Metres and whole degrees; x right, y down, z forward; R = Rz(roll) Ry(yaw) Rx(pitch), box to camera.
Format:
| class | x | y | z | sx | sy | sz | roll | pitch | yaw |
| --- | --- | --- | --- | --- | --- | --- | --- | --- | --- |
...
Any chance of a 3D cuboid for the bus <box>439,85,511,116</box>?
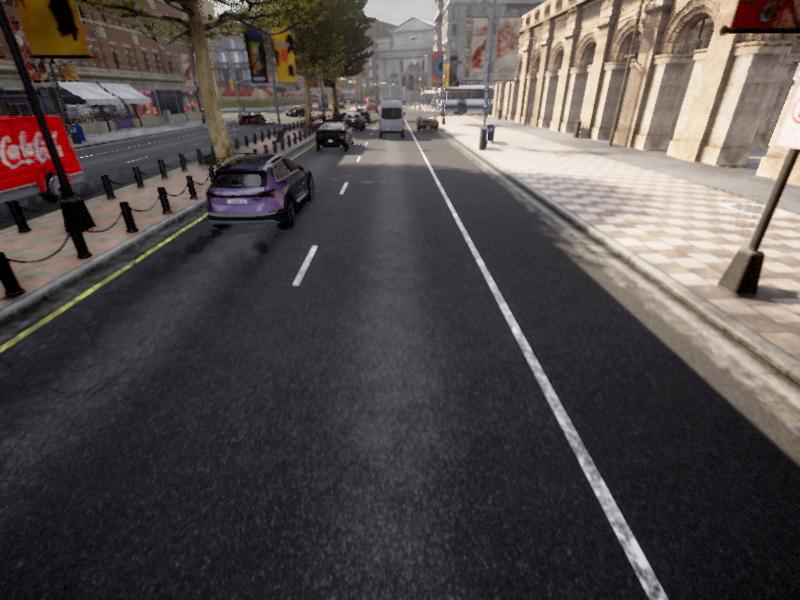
| class | x | y | z | sx | sy | sz | roll | pitch | yaw |
| --- | --- | --- | --- | --- | --- | --- | --- | --- | --- |
| bus | 11.710 | -31.813 | 63.714 | 10.273 | 4.253 | 3.944 | -4 | 27 | -7 |

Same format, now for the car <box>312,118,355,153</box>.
| class | x | y | z | sx | sy | sz | roll | pitch | yaw |
| --- | --- | --- | --- | --- | --- | --- | --- | --- | --- |
| car | -4.008 | -10.390 | 25.001 | 1.930 | 1.638 | 5.238 | -1 | 26 | -1 |

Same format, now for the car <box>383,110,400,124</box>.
| class | x | y | z | sx | sy | sz | roll | pitch | yaw |
| --- | --- | --- | --- | --- | --- | --- | --- | --- | --- |
| car | -0.991 | -21.568 | 47.074 | 1.895 | 1.301 | 4.718 | -1 | 27 | -1 |

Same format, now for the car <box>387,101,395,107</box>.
| class | x | y | z | sx | sy | sz | roll | pitch | yaw |
| --- | --- | --- | --- | --- | --- | --- | --- | --- | --- |
| car | -2.188 | -50.318 | 102.823 | 1.994 | 1.385 | 4.181 | 0 | 27 | -1 |

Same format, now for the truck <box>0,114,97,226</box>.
| class | x | y | z | sx | sy | sz | roll | pitch | yaw |
| --- | --- | --- | --- | --- | --- | --- | --- | --- | --- |
| truck | -11.708 | -3.578 | 10.886 | 2.627 | 2.467 | 5.204 | -1 | 27 | -1 |

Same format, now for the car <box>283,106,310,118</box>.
| class | x | y | z | sx | sy | sz | roll | pitch | yaw |
| --- | --- | --- | --- | --- | --- | --- | --- | --- | --- |
| car | -15.287 | -27.930 | 59.266 | 1.970 | 1.475 | 3.806 | 9 | 29 | 18 |

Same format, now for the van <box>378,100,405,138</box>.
| class | x | y | z | sx | sy | sz | roll | pitch | yaw |
| --- | --- | --- | --- | --- | --- | --- | --- | --- | --- |
| van | -0.682 | -14.951 | 32.866 | 1.988 | 2.561 | 5.915 | -1 | 27 | -1 |

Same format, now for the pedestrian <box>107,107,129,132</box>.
| class | x | y | z | sx | sy | sz | roll | pitch | yaw |
| --- | --- | --- | --- | --- | --- | --- | --- | --- | --- |
| pedestrian | -24.186 | -15.482 | 34.313 | 0.751 | 1.860 | 0.751 | 1 | 27 | 1 |

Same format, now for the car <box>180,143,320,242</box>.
| class | x | y | z | sx | sy | sz | roll | pitch | yaw |
| --- | --- | --- | --- | --- | --- | --- | --- | --- | --- |
| car | -3.702 | -3.192 | 11.036 | 2.033 | 1.649 | 4.856 | -1 | 27 | -1 |

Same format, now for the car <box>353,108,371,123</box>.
| class | x | y | z | sx | sy | sz | roll | pitch | yaw |
| --- | --- | --- | --- | --- | --- | --- | --- | --- | --- |
| car | -4.526 | -22.486 | 48.651 | 1.837 | 1.490 | 4.892 | -1 | 28 | -1 |

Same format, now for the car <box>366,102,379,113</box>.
| class | x | y | z | sx | sy | sz | roll | pitch | yaw |
| --- | --- | --- | --- | --- | --- | --- | --- | --- | --- |
| car | -5.075 | -35.416 | 73.619 | 2.152 | 1.651 | 5.027 | -1 | 27 | -1 |

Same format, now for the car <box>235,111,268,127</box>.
| class | x | y | z | sx | sy | sz | roll | pitch | yaw |
| --- | --- | --- | --- | --- | --- | --- | --- | --- | --- |
| car | -15.933 | -19.576 | 43.165 | 1.994 | 1.385 | 4.181 | -1 | 27 | -1 |

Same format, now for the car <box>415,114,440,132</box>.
| class | x | y | z | sx | sy | sz | roll | pitch | yaw |
| --- | --- | --- | --- | --- | --- | --- | --- | --- | --- |
| car | 2.475 | -16.530 | 37.271 | 1.895 | 1.301 | 4.718 | -1 | 27 | -1 |

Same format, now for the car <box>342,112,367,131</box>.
| class | x | y | z | sx | sy | sz | roll | pitch | yaw |
| --- | --- | --- | --- | --- | --- | --- | --- | --- | --- |
| car | -4.292 | -16.945 | 37.908 | 1.970 | 1.475 | 3.806 | -1 | 27 | -1 |

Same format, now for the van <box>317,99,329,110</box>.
| class | x | y | z | sx | sy | sz | roll | pitch | yaw |
| --- | --- | --- | --- | --- | --- | --- | --- | --- | --- |
| van | -16.903 | -43.223 | 88.411 | 1.775 | 1.987 | 4.442 | -1 | 27 | -1 |
